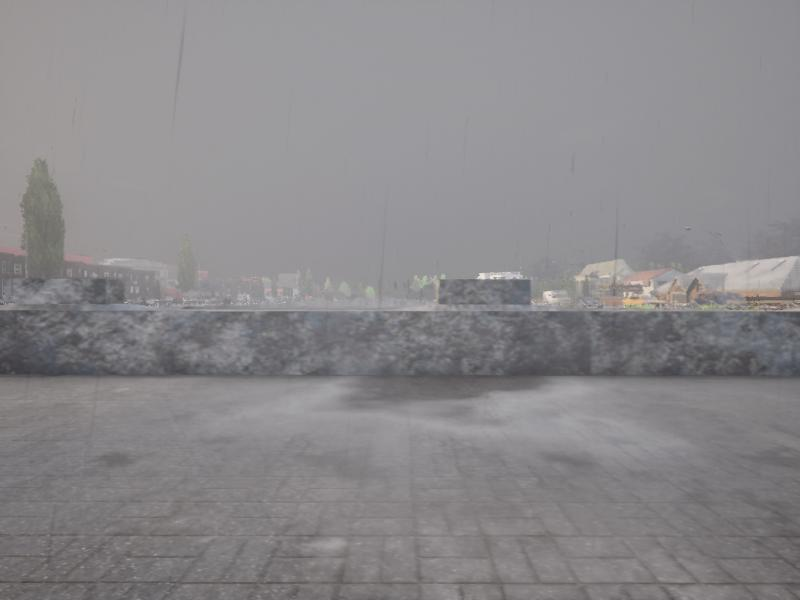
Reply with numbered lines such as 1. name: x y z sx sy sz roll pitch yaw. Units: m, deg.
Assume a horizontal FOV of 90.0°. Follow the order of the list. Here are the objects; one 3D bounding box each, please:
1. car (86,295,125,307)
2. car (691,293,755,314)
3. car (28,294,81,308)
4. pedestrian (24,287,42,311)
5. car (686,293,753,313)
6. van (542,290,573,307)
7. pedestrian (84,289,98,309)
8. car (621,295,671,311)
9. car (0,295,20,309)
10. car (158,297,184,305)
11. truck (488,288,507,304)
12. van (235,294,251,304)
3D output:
1. car: -41.531 0.111 56.560 2.033 1.649 4.856 0 0 0
2. car: 24.086 0.259 30.022 1.845 1.501 3.633 0 0 0
3. car: -41.542 0.114 48.304 1.930 1.638 5.238 0 0 0
4. pedestrian: -29.071 -0.104 31.712 0.751 1.860 0.751 0 0 1
5. car: 28.097 0.217 35.416 2.033 1.649 4.856 0 0 0
6. van: 24.138 -0.188 61.560 2.351 2.431 6.366 0 0 0
7. pedestrian: -29.615 -0.107 38.358 0.751 1.860 0.751 0 0 7
8. car: 24.101 0.257 39.461 1.882 1.535 5.008 0 0 0
9. car: -41.552 0.195 40.803 1.970 1.475 3.806 0 0 0
10. car: -41.510 0.166 72.635 1.882 1.535 5.008 0 0 0
11. truck: 24.199 -0.890 99.677 2.891 3.827 8.468 0 0 0
12. van: -41.471 -0.357 105.643 1.988 2.561 5.915 0 0 0
